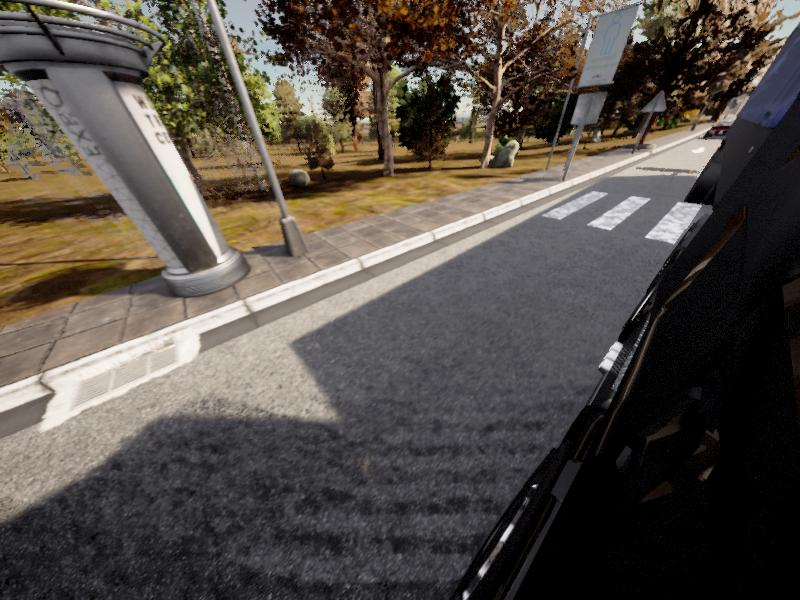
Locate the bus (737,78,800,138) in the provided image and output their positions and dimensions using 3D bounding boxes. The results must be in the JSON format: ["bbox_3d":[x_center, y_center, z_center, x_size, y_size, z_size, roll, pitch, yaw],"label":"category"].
[{"bbox_3d":[39.076,-19.301,23.263,10.273,4.253,3.944,-28,44,-29],"label":"bus"}]

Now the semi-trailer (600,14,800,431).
[{"bbox_3d":[8.562,-3.698,4.352,14.254,4.402,2.717,-30,45,-31],"label":"semi-trailer"}]

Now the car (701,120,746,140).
[{"bbox_3d":[32.063,-16.839,22.896,4.181,1.385,1.994,-28,44,-29],"label":"car"}]

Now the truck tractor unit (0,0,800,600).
[{"bbox_3d":[2.645,-0.295,0.351,6.516,4.208,3.053,-28,44,-30],"label":"truck tractor unit"}]
